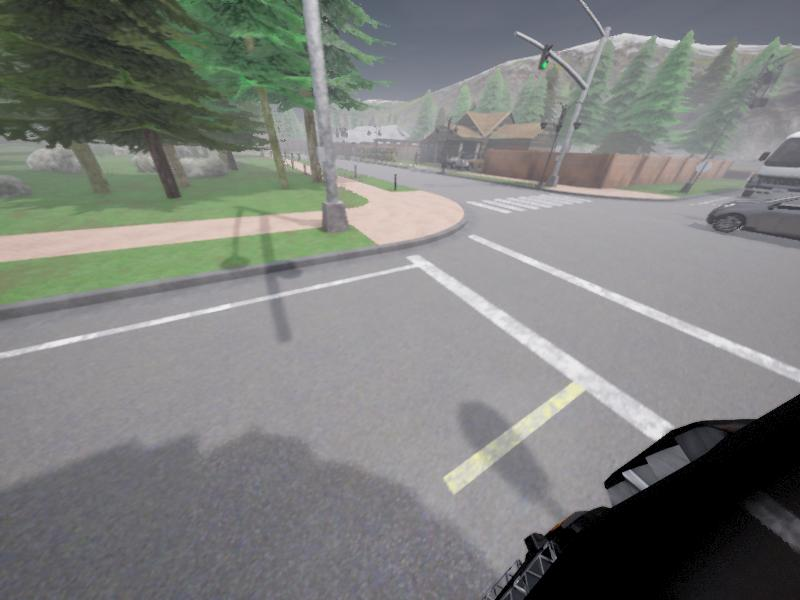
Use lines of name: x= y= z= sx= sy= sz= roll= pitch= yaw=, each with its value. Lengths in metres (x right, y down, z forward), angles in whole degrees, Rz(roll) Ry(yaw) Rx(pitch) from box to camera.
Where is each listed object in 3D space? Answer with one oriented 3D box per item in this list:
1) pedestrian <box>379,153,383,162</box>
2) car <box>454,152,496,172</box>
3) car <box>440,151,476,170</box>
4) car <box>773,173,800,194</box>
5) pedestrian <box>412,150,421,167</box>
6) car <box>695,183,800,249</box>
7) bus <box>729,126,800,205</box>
pedestrian: x=-3.121 y=-23.273 z=37.715 sx=0.500 sy=1.100 sz=0.500 roll=-22 pitch=41 yaw=-33
car: x=9.003 y=-16.656 z=27.855 sx=4.605 sy=1.855 sz=1.932 roll=-17 pitch=38 yaw=-27
car: x=7.373 y=-17.780 z=29.452 sx=3.866 sy=1.878 sz=1.905 roll=-17 pitch=38 yaw=-27
car: x=38.162 y=-11.018 z=21.876 sx=4.902 sy=1.511 sz=2.128 roll=-16 pitch=38 yaw=-26
pedestrian: x=2.102 y=-18.099 z=29.528 sx=0.751 sy=1.860 sz=0.751 roll=-19 pitch=39 yaw=-29
car: x=13.014 y=-2.715 z=7.560 sx=1.845 sy=1.501 sz=3.633 roll=-17 pitch=38 yaw=-27
bus: x=30.438 y=-9.876 z=17.133 sx=10.273 sy=4.253 sz=3.944 roll=-16 pitch=38 yaw=-26
